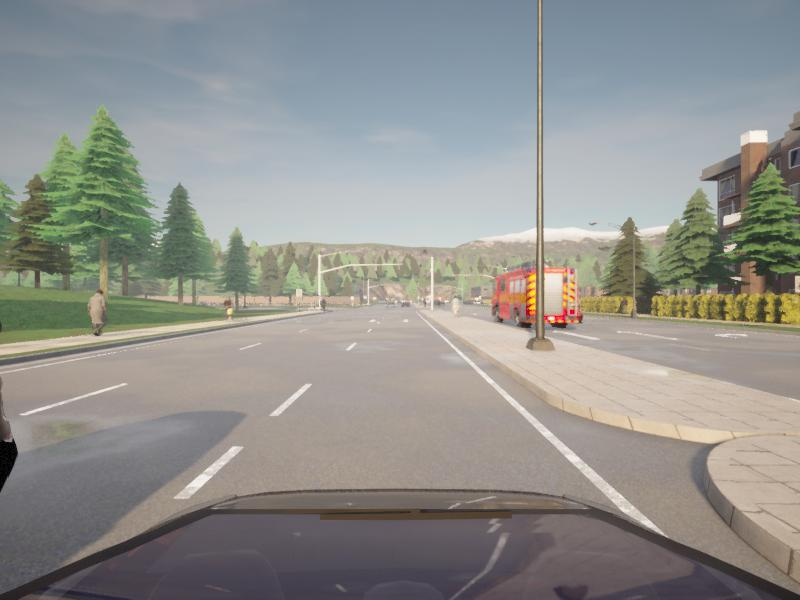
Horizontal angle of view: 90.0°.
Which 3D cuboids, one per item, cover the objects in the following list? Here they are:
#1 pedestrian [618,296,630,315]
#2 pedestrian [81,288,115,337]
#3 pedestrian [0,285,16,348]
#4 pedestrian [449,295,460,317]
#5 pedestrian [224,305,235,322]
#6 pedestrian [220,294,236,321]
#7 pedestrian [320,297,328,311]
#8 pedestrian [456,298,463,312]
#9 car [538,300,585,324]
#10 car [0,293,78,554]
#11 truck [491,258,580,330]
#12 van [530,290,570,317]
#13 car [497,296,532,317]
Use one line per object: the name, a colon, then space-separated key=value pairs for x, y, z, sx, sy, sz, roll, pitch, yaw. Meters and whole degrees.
pedestrian: x=22.281 y=0.517 z=39.747 sx=0.751 sy=1.860 sz=0.751 roll=0 pitch=0 yaw=-5
pedestrian: x=-11.924 y=0.486 z=15.810 sx=0.751 sy=1.860 sz=0.751 roll=0 pitch=0 yaw=3
pedestrian: x=-12.132 y=0.483 z=11.860 sx=0.751 sy=1.860 sz=0.751 roll=0 pitch=0 yaw=1
pedestrian: x=4.683 y=0.512 z=34.221 sx=0.751 sy=1.860 sz=0.751 roll=0 pitch=0 yaw=-8
pedestrian: x=-11.026 y=0.874 z=25.935 sx=0.500 sy=1.100 sz=0.500 roll=0 pitch=0 yaw=1
pedestrian: x=-11.869 y=0.496 z=27.590 sx=0.751 sy=1.860 sz=0.751 roll=0 pitch=0 yaw=1
pedestrian: x=-9.877 y=0.515 z=52.037 sx=0.751 sy=1.860 sz=0.751 roll=0 pitch=0 yaw=-38
pedestrian: x=8.000 y=0.680 z=53.969 sx=0.751 sy=1.860 sz=0.751 roll=0 pitch=0 yaw=-5
car: x=11.662 y=0.809 z=29.124 sx=1.851 sy=1.617 sz=3.988 roll=0 pitch=0 yaw=1
car: x=-3.531 y=0.779 z=0.704 sx=2.033 sy=1.649 sz=4.856 roll=0 pitch=0 yaw=0
truck: x=8.191 y=-0.302 z=25.573 sx=2.891 sy=3.827 sz=8.468 roll=0 pitch=0 yaw=1
van: x=15.330 y=0.355 z=41.248 sx=1.988 sy=2.561 sz=5.915 roll=0 pitch=0 yaw=0
car: x=11.827 y=0.602 z=41.803 sx=2.150 sy=2.045 sz=5.566 roll=0 pitch=0 yaw=1
